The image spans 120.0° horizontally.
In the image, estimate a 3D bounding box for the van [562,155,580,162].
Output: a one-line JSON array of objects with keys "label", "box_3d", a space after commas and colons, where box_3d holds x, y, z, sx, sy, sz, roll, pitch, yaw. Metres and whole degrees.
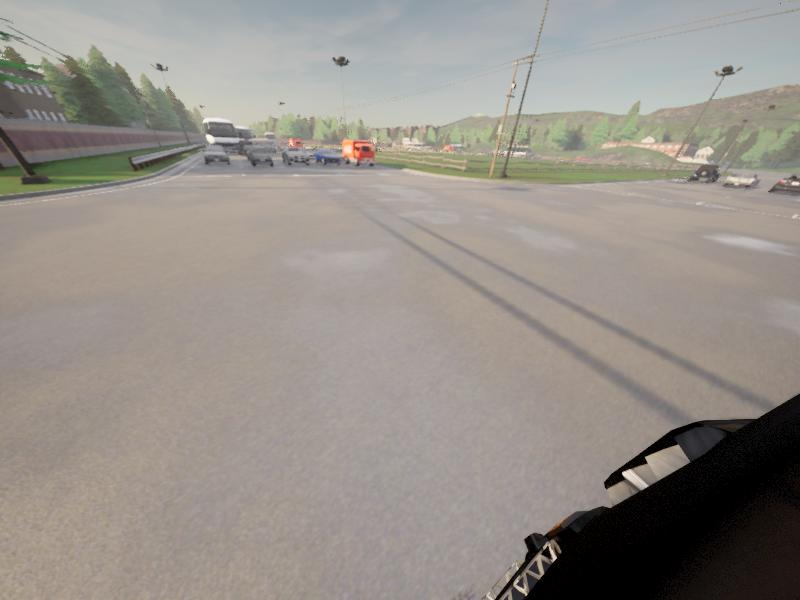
[{"label": "van", "box_3d": [61.193, -50.667, 82.783, 1.775, 1.987, 4.442, -16, 38, -26]}]

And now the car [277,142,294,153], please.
[{"label": "car", "box_3d": [-24.182, -32.134, 48.648, 2.242, 1.667, 4.611, -16, 38, -26]}]

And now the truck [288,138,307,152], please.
[{"label": "truck", "box_3d": [-23.942, -36.081, 53.858, 2.627, 2.467, 5.204, -16, 38, -26]}]

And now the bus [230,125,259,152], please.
[{"label": "bus", "box_3d": [-34.097, -35.517, 50.584, 3.944, 4.253, 10.273, -16, 40, -26]}]

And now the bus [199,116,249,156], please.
[{"label": "bus", "box_3d": [-26.407, -24.328, 34.445, 3.944, 4.253, 10.273, -22, 41, -31]}]

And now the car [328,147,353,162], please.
[{"label": "car", "box_3d": [-8.410, -20.408, 32.456, 2.007, 1.525, 4.514, -16, 38, -26]}]

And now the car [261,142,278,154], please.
[{"label": "car", "box_3d": [-24.170, -28.172, 42.714, 2.242, 1.667, 4.611, -13, 37, -23]}]

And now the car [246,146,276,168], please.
[{"label": "car", "box_3d": [-13.161, -13.570, 21.823, 1.789, 1.549, 3.705, -16, 38, -26]}]

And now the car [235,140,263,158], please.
[{"label": "car", "box_3d": [-20.935, -20.976, 32.000, 1.905, 1.878, 3.866, -25, 43, -34]}]

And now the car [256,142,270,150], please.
[{"label": "car", "box_3d": [-32.010, -35.902, 53.849, 2.163, 1.488, 4.792, -16, 38, -26]}]

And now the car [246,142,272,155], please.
[{"label": "car", "box_3d": [-23.615, -25.641, 38.973, 2.242, 1.667, 4.611, -4, 34, -11]}]

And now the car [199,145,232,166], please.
[{"label": "car", "box_3d": [-17.246, -13.700, 21.797, 1.812, 1.442, 4.674, -16, 38, -26]}]

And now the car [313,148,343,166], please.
[{"label": "car", "box_3d": [-8.414, -16.576, 26.709, 1.882, 1.535, 5.008, -16, 38, -26]}]

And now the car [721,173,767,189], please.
[{"label": "car", "box_3d": [37.891, -13.180, 25.462, 4.718, 1.301, 1.895, -16, 38, -26]}]

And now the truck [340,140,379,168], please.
[{"label": "truck", "box_3d": [-4.754, -17.229, 27.126, 2.627, 2.467, 5.204, -16, 38, -26]}]

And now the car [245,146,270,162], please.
[{"label": "car", "box_3d": [-16.674, -17.045, 26.918, 1.994, 1.385, 4.181, -16, 38, -25]}]

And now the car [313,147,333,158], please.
[{"label": "car", "box_3d": [-13.030, -24.879, 38.928, 1.994, 1.385, 4.181, -16, 38, -26]}]

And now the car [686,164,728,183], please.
[{"label": "car", "box_3d": [38.473, -15.834, 28.945, 3.866, 1.878, 1.905, -16, 38, -26]}]

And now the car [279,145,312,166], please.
[{"label": "car", "box_3d": [-11.435, -15.743, 25.149, 2.152, 1.651, 5.027, -16, 38, -26]}]

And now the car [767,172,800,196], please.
[{"label": "car", "box_3d": [37.918, -11.095, 22.005, 4.611, 1.667, 2.242, -16, 38, -26]}]

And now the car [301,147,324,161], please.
[{"label": "car", "box_3d": [-12.187, -20.254, 31.976, 1.970, 1.475, 3.806, -16, 38, -26]}]
